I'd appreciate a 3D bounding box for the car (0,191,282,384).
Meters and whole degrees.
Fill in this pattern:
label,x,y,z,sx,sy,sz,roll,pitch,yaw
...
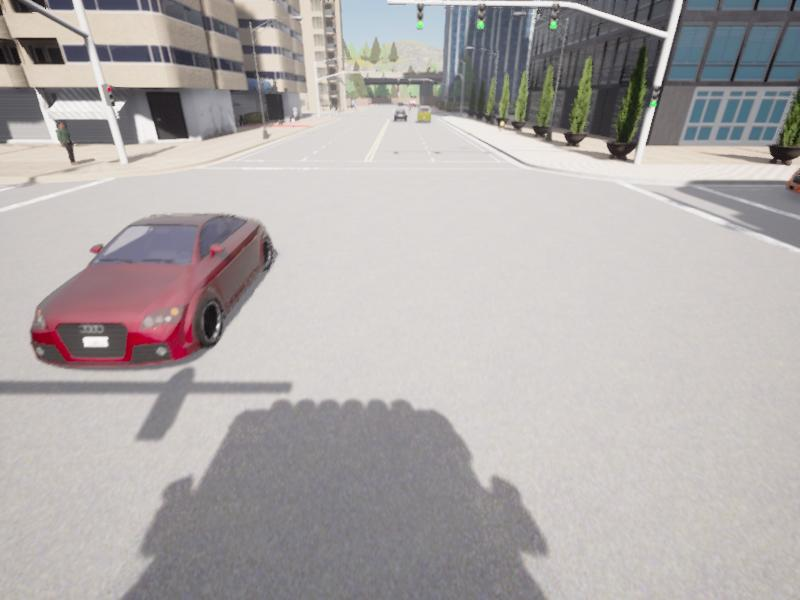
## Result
label,x,y,z,sx,sy,sz,roll,pitch,yaw
car,-3.496,-0.576,6.290,1.994,1.385,4.181,0,27,0

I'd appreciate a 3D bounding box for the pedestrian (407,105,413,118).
label,x,y,z,sx,sy,sz,roll,pitch,yaw
pedestrian,1.627,-30.351,64.381,0.751,1.860,0.751,-2,27,-5

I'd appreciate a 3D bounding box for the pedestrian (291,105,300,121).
label,x,y,z,sx,sy,sz,roll,pitch,yaw
pedestrian,-13.542,-24.243,51.953,0.751,1.860,0.751,-1,27,-2

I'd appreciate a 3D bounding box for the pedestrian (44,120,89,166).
label,x,y,z,sx,sy,sz,roll,pitch,yaw
pedestrian,-14.907,-7.028,17.936,0.751,1.860,0.751,2,27,5

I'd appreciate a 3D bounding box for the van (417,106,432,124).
label,x,y,z,sx,sy,sz,roll,pitch,yaw
van,3.251,-24.492,52.771,1.775,1.987,4.442,2,27,3

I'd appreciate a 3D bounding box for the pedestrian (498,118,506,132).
label,x,y,z,sx,sy,sz,roll,pitch,yaw
pedestrian,9.502,-16.301,37.261,0.500,1.100,0.500,0,27,-1

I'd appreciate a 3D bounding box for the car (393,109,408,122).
label,x,y,z,sx,sy,sz,roll,pitch,yaw
car,0.076,-25.755,55.749,2.007,1.525,4.514,0,27,0

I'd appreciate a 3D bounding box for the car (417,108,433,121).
label,x,y,z,sx,sy,sz,roll,pitch,yaw
car,3.580,-27.094,58.401,2.007,1.525,4.514,0,27,0

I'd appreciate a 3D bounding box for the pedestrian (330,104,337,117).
label,x,y,z,sx,sy,sz,roll,pitch,yaw
pedestrian,-10.574,-30.121,63.539,0.751,1.860,0.751,0,27,-1

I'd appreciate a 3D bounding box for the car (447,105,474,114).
label,x,y,z,sx,sy,sz,roll,pitch,yaw
car,12.209,-38.684,81.129,5.238,1.638,1.930,0,27,-1

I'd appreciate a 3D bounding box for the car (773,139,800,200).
label,x,y,z,sx,sy,sz,roll,pitch,yaw
car,15.344,-4.050,12.671,4.553,1.767,2.097,0,27,1
